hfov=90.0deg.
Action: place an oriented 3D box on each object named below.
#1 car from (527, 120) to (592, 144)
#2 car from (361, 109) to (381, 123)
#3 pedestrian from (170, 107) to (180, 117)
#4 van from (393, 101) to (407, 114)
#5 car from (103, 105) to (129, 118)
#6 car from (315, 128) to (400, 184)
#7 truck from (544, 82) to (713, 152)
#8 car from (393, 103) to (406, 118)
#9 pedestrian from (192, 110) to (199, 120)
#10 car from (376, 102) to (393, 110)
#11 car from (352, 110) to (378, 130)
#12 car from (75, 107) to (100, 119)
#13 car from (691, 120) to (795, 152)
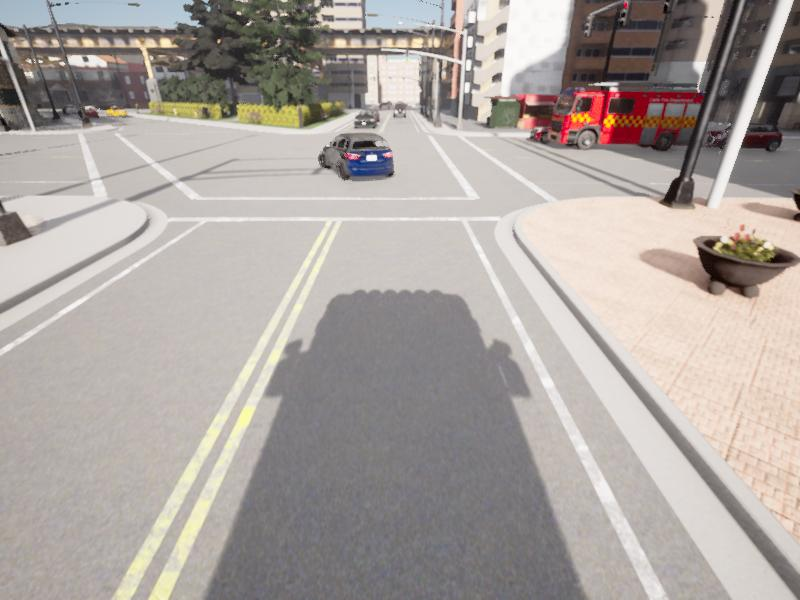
[{"bbox_3d":[11.658,-12.411,29.501,3.806,1.475,1.970,0,27,-1],"label":"car"},{"bbox_3d":[-3.540,-23.000,49.946,2.163,1.488,4.792,0,27,0],"label":"car"},{"bbox_3d":[-33.272,-27.877,59.237,0.751,1.300,0.751,16,31,28],"label":"pedestrian"},{"bbox_3d":[0.050,-35.470,73.746,1.775,1.987,4.442,4,27,8],"label":"van"},{"bbox_3d":[-42.965,-28.476,60.460,5.366,1.575,1.801,24,36,38],"label":"car"},{"bbox_3d":[-1.961,-6.378,17.321,2.242,1.667,4.611,-11,29,-21],"label":"car"},{"bbox_3d":[14.372,-11.849,25.900,8.468,3.827,2.891,0,27,-1],"label":"truck"},{"bbox_3d":[-0.048,-29.158,61.549,1.905,1.878,3.866,0,27,0],"label":"car"},{"bbox_3d":[-26.172,-23.678,51.267,0.500,1.100,0.500,-22,34,-36],"label":"pedestrian"},{"bbox_3d":[-3.723,-46.331,95.385,2.038,1.542,4.974,12,29,22],"label":"car"},{"bbox_3d":[-3.542,-18.800,41.587,2.152,1.651,5.027,0,27,0],"label":"car"},{"bbox_3d":[-45.744,-27.437,58.539,3.806,1.475,1.970,24,36,38],"label":"car"},{"bbox_3d":[22.507,-10.876,26.453,4.553,1.767,2.097,1,27,-1],"label":"car"}]
